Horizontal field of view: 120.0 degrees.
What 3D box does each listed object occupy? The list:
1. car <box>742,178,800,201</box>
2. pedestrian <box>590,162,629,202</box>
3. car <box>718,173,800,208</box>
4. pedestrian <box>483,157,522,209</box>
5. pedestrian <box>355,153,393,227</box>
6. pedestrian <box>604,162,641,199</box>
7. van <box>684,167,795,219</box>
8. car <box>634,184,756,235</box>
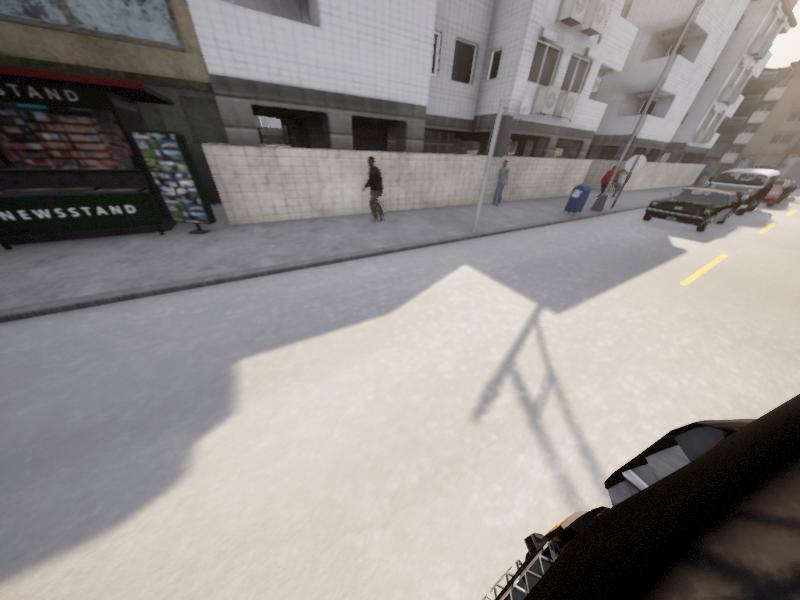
[{"bbox_3d":[30.346,-9.041,18.774,4.718,1.301,1.895,-16,38,-26],"label":"car"},{"bbox_3d":[11.605,-6.565,12.839,0.751,1.860,0.751,-19,40,-30],"label":"pedestrian"},{"bbox_3d":[24.633,-7.554,15.748,4.611,1.667,2.242,-16,38,-26],"label":"car"},{"bbox_3d":[4.359,-5.023,9.951,0.751,1.860,0.751,-16,38,-26],"label":"pedestrian"},{"bbox_3d":[-0.756,-3.257,6.892,0.751,1.860,0.751,-20,40,-31],"label":"pedestrian"},{"bbox_3d":[13.462,-7.238,13.998,0.751,1.860,0.751,-19,40,-30],"label":"pedestrian"},{"bbox_3d":[18.124,-5.867,12.365,4.480,2.038,2.069,-16,38,-26],"label":"van"},{"bbox_3d":[12.327,-3.918,9.652,4.718,1.301,1.895,-16,38,-26],"label":"car"}]
